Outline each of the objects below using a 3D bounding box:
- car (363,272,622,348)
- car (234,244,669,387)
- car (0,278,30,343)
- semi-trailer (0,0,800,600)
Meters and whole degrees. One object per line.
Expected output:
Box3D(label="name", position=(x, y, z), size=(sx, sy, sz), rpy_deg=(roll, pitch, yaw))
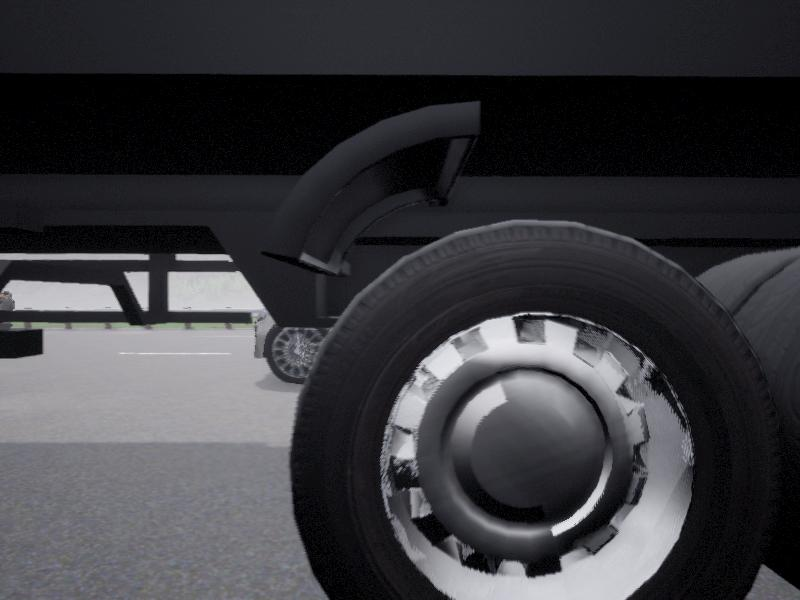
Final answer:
Box3D(label="car", position=(1.915, 0.200, 9.199), size=(5.366, 1.575, 1.801), rpy_deg=(0, 0, 0))
Box3D(label="car", position=(0.596, 0.180, 5.699), size=(5.027, 1.651, 2.152), rpy_deg=(0, 0, 0))
Box3D(label="car", position=(-11.711, 0.246, 9.206), size=(4.514, 1.525, 2.007), rpy_deg=(0, 0, 0))
Box3D(label="semi-trailer", position=(-1.049, -1.216, 2.204), size=(14.254, 4.402, 2.717), rpy_deg=(0, 0, 0))
